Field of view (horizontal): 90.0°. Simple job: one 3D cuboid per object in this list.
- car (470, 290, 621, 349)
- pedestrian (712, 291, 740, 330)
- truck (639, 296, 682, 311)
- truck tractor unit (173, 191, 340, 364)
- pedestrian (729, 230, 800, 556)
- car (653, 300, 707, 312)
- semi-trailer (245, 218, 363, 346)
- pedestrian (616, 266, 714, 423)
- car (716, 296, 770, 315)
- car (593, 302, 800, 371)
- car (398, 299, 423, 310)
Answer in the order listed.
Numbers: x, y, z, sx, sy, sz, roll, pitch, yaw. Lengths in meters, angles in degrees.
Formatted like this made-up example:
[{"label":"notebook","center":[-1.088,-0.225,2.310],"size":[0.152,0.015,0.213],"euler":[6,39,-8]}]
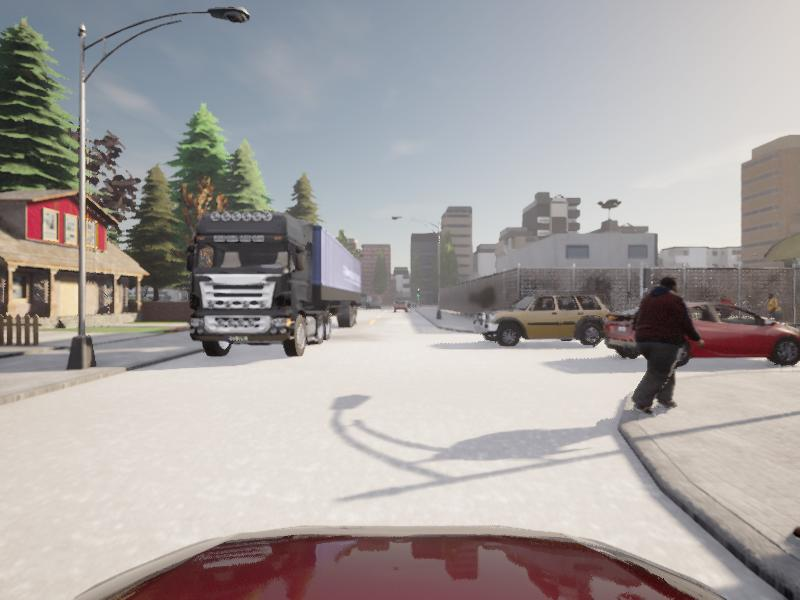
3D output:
[{"label":"car","center":[5.006,0.631,14.163],"size":[4.605,1.855,1.932],"euler":[-1,0,-4]},{"label":"pedestrian","center":[16.016,0.500,19.686],"size":[0.751,1.860,0.751],"euler":[0,0,-1]},{"label":"truck","center":[35.137,0.437,53.989],"size":[4.478,2.038,2.069],"euler":[0,0,0]},{"label":"truck tractor unit","center":[-3.975,-0.536,12.986],"size":[3.053,4.208,6.516],"euler":[0,0,0]},{"label":"pedestrian","center":[2.628,0.531,2.426],"size":[0.751,1.860,0.751],"euler":[0,0,-29]},{"label":"car","center":[34.965,0.754,50.029],"size":[5.357,1.415,2.033],"euler":[0,0,0]},{"label":"semi-trailer","center":[-3.964,-0.644,20.896],"size":[2.717,4.402,14.254],"euler":[0,0,0]},{"label":"pedestrian","center":[3.374,0.528,5.156],"size":[0.751,1.860,0.751],"euler":[0,0,-6]},{"label":"car","center":[34.432,0.535,40.233],"size":[3.866,1.878,1.905],"euler":[0,0,0]},{"label":"car","center":[7.652,0.816,10.208],"size":[4.514,1.525,2.007],"euler":[0,0,-6]},{"label":"car","center":[1.809,0.688,66.131],"size":[1.930,1.638,5.238],"euler":[-1,0,29]}]
